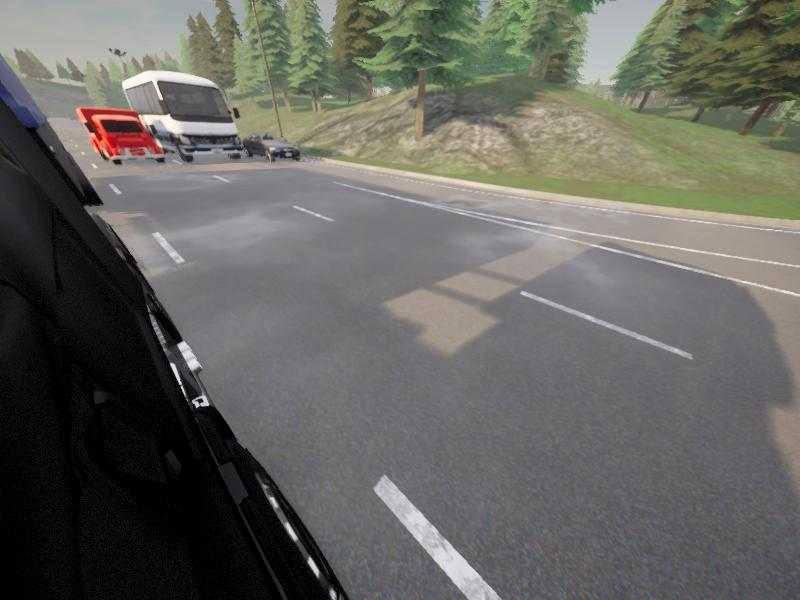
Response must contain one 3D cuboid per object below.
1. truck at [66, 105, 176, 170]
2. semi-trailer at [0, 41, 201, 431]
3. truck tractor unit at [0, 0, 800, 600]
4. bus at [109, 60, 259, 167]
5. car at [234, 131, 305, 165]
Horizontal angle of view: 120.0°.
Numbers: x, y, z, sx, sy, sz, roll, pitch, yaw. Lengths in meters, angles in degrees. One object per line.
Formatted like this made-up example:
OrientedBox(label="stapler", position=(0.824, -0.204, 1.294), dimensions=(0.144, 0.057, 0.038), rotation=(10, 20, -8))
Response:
OrientedBox(label="truck", position=(-15.620, -9.172, 12.989), dimensions=(5.204, 2.467, 2.627), rotation=(28, 43, 30))
OrientedBox(label="semi-trailer", position=(-8.703, -3.584, 4.248), dimensions=(14.254, 4.402, 2.717), rotation=(28, 43, 30))
OrientedBox(label="truck tractor unit", position=(-2.645, -0.295, 0.351), dimensions=(6.516, 4.208, 3.053), rotation=(28, 44, 30))
OrientedBox(label="bus", position=(-14.656, -12.211, 15.646), dimensions=(10.273, 4.253, 3.944), rotation=(28, 43, 30))
OrientedBox(label="car", position=(-9.331, -10.937, 16.466), dimensions=(5.027, 1.651, 2.152), rotation=(28, 43, 30))
